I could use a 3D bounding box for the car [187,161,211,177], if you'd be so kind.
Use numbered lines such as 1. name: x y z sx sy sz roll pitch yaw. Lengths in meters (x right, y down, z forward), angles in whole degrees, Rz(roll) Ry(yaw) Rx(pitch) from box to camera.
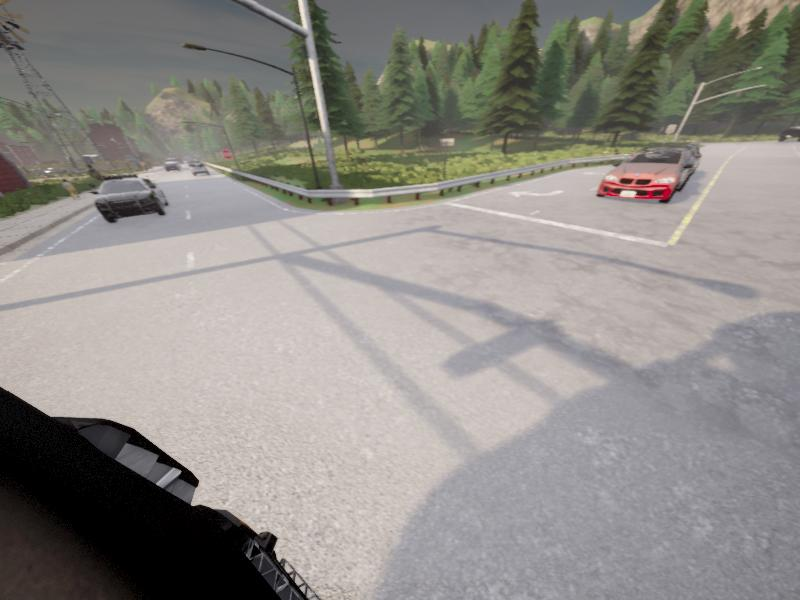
1. car: -27.099 -17.676 31.064 1.851 1.617 3.988 -26 40 -30

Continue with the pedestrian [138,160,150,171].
1. pedestrian: -50.035 -26.266 45.186 0.751 1.860 0.751 -30 42 -34

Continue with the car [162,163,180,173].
1. car: -42.231 -24.466 42.697 1.895 1.301 4.718 -26 40 -30

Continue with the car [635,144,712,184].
1. car: 14.740 -7.403 12.434 4.193 1.474 1.816 -26 40 -31

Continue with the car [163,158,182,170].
1. car: -51.025 -30.604 51.896 2.150 2.045 5.566 -26 40 -30

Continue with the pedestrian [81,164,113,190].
1. pedestrian: -25.618 -10.410 19.555 0.751 1.860 0.751 -25 40 -29

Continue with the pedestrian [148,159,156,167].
1. pedestrian: -75.665 -41.747 70.354 0.751 1.860 0.751 -15 36 -18

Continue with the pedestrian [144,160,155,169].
1. pedestrian: -56.925 -30.732 52.406 0.751 1.860 0.751 14 37 24

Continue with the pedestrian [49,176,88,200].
1. pedestrian: -21.796 -7.374 15.220 0.751 1.300 0.751 -22 38 -26

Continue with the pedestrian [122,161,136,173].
1. pedestrian: -48.831 -23.957 41.643 0.751 1.860 0.751 -25 40 -29

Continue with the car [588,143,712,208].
1. car: 10.030 -5.151 9.276 4.611 1.667 2.242 -26 40 -30

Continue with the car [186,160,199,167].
1. car: -52.365 -34.367 58.204 1.994 1.385 4.181 -26 40 -30

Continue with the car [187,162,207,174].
1. car: -31.270 -20.378 35.580 1.812 1.442 4.674 -26 40 -30

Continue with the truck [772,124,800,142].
1. truck: 59.622 -24.452 33.705 6.274 2.098 2.390 -6 34 -4

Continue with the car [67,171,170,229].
1. car: -12.608 -4.932 10.846 1.930 1.638 5.238 -26 40 -30
